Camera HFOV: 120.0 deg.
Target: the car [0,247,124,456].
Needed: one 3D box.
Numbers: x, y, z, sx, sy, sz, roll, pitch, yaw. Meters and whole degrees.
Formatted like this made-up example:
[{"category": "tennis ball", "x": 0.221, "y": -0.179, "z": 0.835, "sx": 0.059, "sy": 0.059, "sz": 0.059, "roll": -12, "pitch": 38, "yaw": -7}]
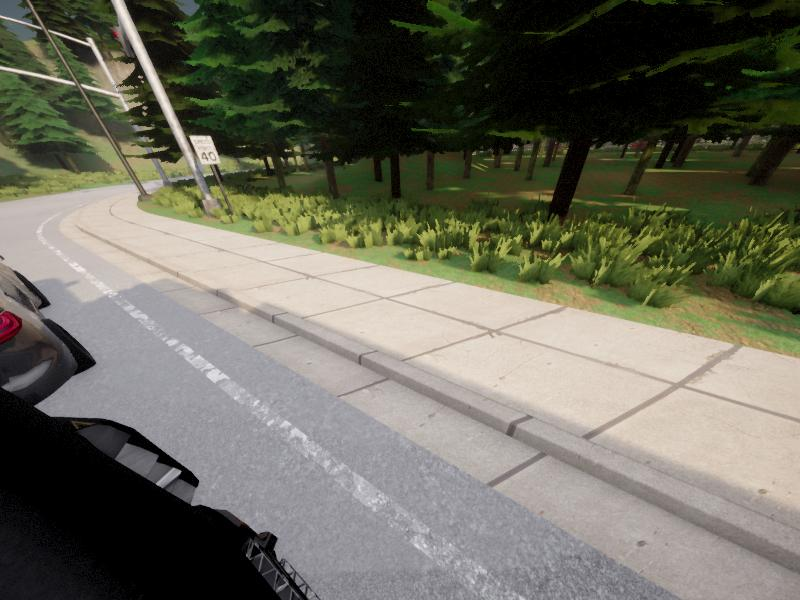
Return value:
[{"category": "car", "x": -5.789, "y": 0.288, "z": 2.439, "sx": 4.611, "sy": 1.667, "sz": 2.242, "roll": 16, "pitch": 38, "yaw": 26}]
